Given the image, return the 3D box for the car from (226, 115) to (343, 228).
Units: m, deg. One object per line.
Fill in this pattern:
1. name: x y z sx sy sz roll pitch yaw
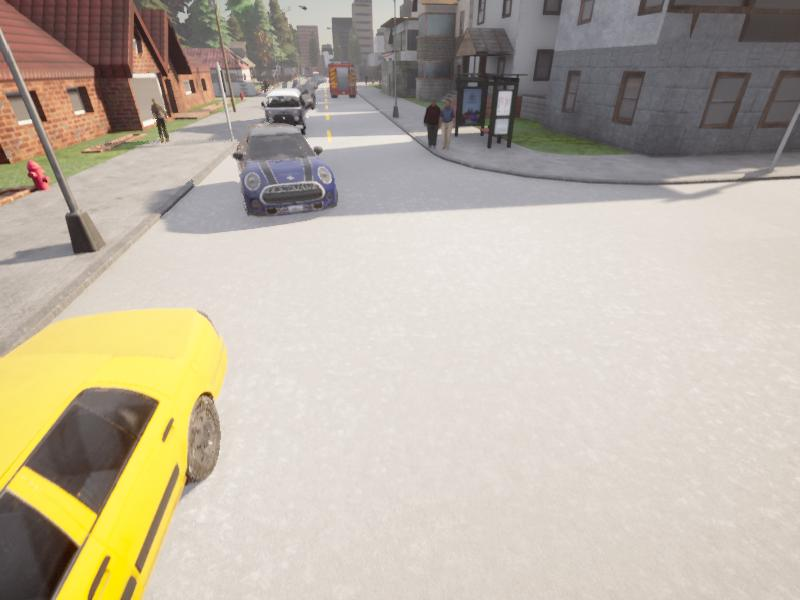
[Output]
1. car: -3.161 -3.595 10.427 2.097 1.767 4.553 -11 32 -19

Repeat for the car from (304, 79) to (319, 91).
1. car: -14.105 -34.405 64.078 2.128 1.511 4.902 -5 31 -8

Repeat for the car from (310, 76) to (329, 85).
1. car: -17.158 -46.980 85.644 1.812 1.442 4.674 -22 37 -33

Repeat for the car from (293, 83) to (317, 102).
1. car: -9.891 -21.776 41.937 2.163 1.488 4.792 -5 31 -8

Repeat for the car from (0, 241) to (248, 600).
1. car: -2.333 1.512 1.910 1.801 1.575 5.366 -5 30 -6

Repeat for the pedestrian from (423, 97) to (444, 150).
1. pedestrian: 1.320 -7.062 16.002 0.751 1.860 0.751 3 30 5

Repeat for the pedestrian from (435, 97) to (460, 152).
1. pedestrian: 1.845 -6.882 15.683 0.751 1.860 0.751 8 31 14

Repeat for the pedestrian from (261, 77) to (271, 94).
1. pedestrian: -16.671 -26.678 49.742 0.751 1.860 0.751 2 30 3

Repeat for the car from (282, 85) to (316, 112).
1. car: -8.160 -16.569 32.818 2.242 1.667 4.611 -5 30 -8

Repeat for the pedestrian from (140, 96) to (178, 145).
1. pedestrian: -10.362 -7.738 17.246 0.751 1.860 0.751 -5 31 -9

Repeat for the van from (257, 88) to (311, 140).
1. van: -5.891 -9.817 20.865 2.069 2.038 4.480 -5 30 -8

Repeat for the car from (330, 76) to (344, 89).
1. car: -10.327 -35.532 65.358 1.930 1.638 5.238 -5 31 -8

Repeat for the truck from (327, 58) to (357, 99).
1. truck: -6.775 -25.652 46.239 2.891 3.827 8.468 -5 31 -8

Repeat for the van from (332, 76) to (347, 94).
1. van: -8.202 -29.199 54.149 1.775 1.987 4.442 -5 31 -8
